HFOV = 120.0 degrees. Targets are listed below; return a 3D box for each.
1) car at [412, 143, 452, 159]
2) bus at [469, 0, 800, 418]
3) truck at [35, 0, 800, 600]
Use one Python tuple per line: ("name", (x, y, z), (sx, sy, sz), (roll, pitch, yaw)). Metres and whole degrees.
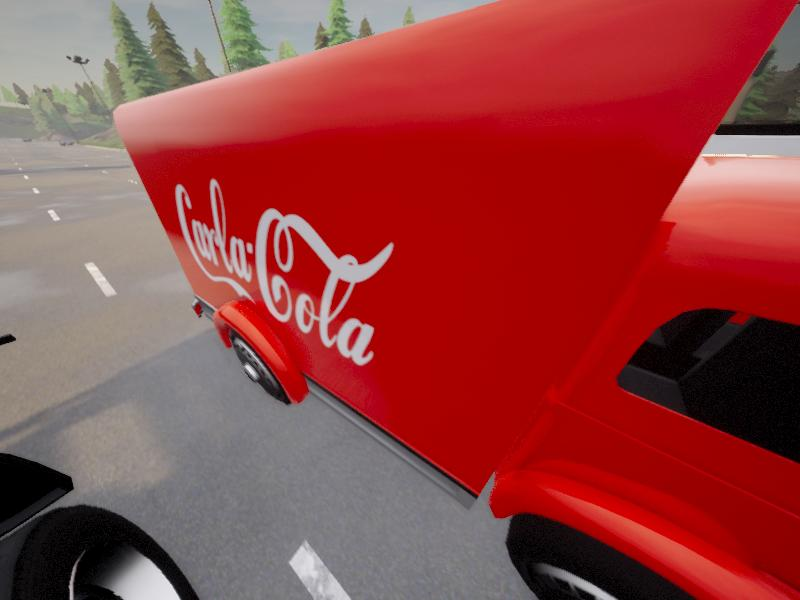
("car", (4.310, -20.101, 30.989), (5.027, 1.651, 2.152), (-20, 40, -26))
("bus", (6.509, -0.916, 1.578), (10.273, 4.253, 3.944), (22, 41, 28))
("truck", (0.375, -0.150, 1.968), (5.204, 2.467, 2.627), (23, 41, 28))
